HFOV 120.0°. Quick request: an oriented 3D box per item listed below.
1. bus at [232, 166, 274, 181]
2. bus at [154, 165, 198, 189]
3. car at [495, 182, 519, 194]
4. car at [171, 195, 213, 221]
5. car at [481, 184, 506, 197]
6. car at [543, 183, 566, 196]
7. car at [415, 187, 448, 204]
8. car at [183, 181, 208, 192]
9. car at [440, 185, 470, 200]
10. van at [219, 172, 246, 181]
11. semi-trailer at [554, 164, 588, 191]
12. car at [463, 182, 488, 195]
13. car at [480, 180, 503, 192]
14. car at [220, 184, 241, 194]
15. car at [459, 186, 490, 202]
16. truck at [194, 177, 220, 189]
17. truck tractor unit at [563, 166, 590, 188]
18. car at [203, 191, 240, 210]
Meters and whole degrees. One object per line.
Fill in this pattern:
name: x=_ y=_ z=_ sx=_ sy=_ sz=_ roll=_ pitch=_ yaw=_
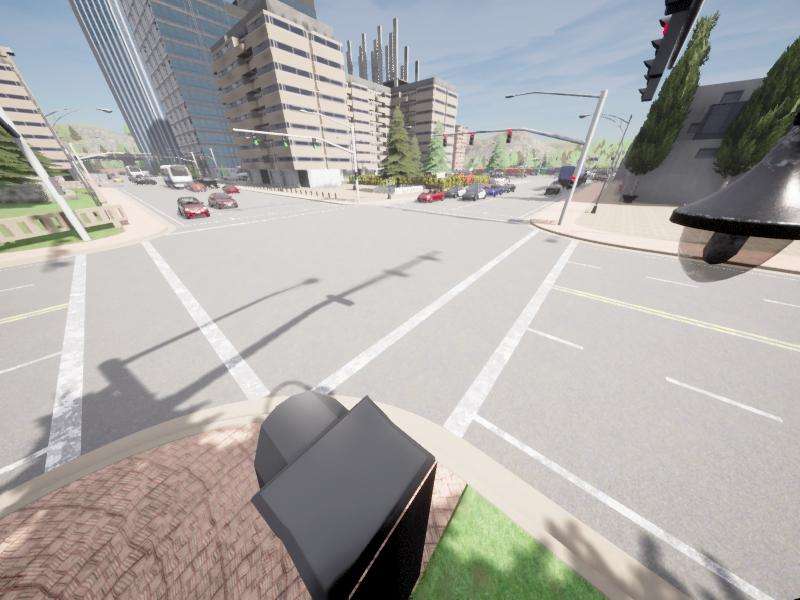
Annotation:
bus: x=-48.457 y=-42.032 z=76.447 sx=3.944 sy=4.253 sz=10.273 roll=23 pitch=37 yaw=34
bus: x=-48.196 y=-26.460 z=49.581 sx=10.273 sy=4.253 sz=3.944 roll=23 pitch=37 yaw=34
car: x=18.843 y=-19.664 z=40.553 sx=2.128 sy=1.511 sz=4.902 roll=23 pitch=37 yaw=34
car: x=-19.080 y=-8.535 z=21.181 sx=3.988 sy=1.617 sz=1.851 roll=24 pitch=38 yaw=36
car: x=14.747 y=-17.231 z=36.324 sx=2.007 sy=1.525 sz=4.514 roll=23 pitch=37 yaw=34
car: x=25.397 y=-18.179 z=37.852 sx=1.930 sy=1.638 sz=5.238 roll=23 pitch=36 yaw=34
car: x=4.201 y=-13.723 z=30.248 sx=2.007 sy=1.525 sz=4.514 roll=24 pitch=38 yaw=35
car: x=-38.285 y=-21.228 z=43.151 sx=5.027 sy=1.651 sz=2.152 roll=23 pitch=37 yaw=34
car: x=8.260 y=-16.092 z=34.347 sx=2.038 sy=1.542 sz=4.974 roll=23 pitch=37 yaw=34
van: x=-54.541 y=-40.462 z=75.550 sx=2.351 sy=2.431 sz=6.366 roll=23 pitch=37 yaw=34
semi-trailer: x=35.198 y=-25.249 z=47.323 sx=2.717 sy=4.402 sz=14.254 roll=23 pitch=37 yaw=34
car: x=12.734 y=-18.797 z=38.936 sx=2.033 sy=1.649 sz=4.856 roll=23 pitch=37 yaw=34
car: x=17.256 y=-21.510 z=43.592 sx=2.242 sy=1.667 sz=4.611 roll=23 pitch=37 yaw=34
car: x=-29.437 y=-19.260 z=39.994 sx=1.994 sy=1.385 sz=4.181 roll=-24 pitch=38 yaw=-35
car: x=10.255 y=-14.559 z=31.692 sx=2.038 sy=1.542 sz=4.974 roll=23 pitch=37 yaw=34
truck: x=-41.012 y=-24.860 z=48.967 sx=6.274 sy=2.098 sz=2.390 roll=23 pitch=37 yaw=34
truck tractor unit: x=40.311 y=-28.175 z=52.619 sx=3.053 sy=4.208 sz=6.516 roll=23 pitch=37 yaw=34
car: x=-20.100 y=-11.219 z=25.995 sx=4.674 sy=1.442 sz=1.812 roll=23 pitch=37 yaw=34
